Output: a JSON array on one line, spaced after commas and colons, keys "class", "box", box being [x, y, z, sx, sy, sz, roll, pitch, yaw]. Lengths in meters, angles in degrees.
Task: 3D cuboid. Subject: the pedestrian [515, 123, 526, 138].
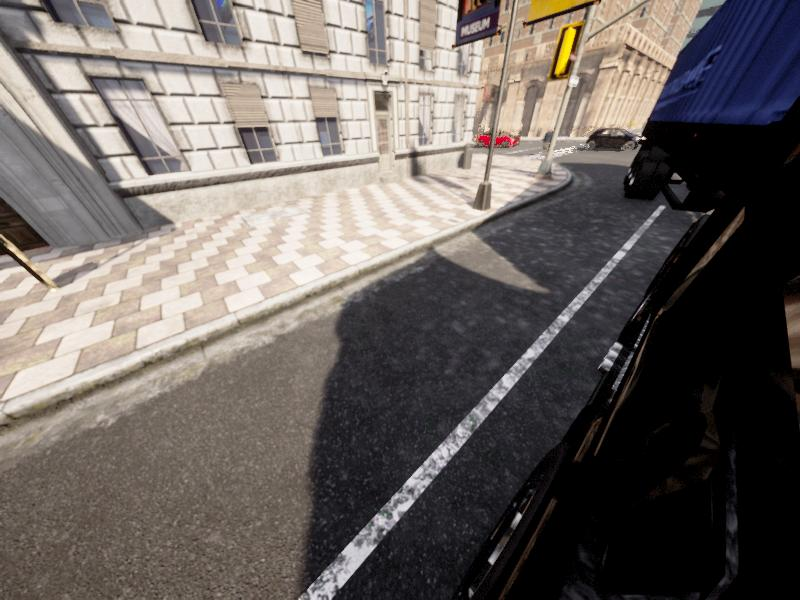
[{"class": "pedestrian", "box": [17.920, -25.246, 34.419, 0.751, 1.860, 0.751, -24, 42, -26]}]

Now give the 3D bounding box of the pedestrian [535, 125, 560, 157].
[{"class": "pedestrian", "box": [10.586, -11.425, 16.657, 0.751, 1.860, 0.751, -24, 42, -26]}]

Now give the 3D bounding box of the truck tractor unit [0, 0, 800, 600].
[{"class": "truck tractor unit", "box": [2.645, -0.295, 0.351, 6.516, 4.208, 3.053, -28, 44, -30]}]

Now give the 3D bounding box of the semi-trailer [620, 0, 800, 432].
[{"class": "semi-trailer", "box": [7.690, -4.147, 5.013, 2.717, 4.402, 14.254, 23, 44, 30]}]

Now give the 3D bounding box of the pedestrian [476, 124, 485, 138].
[{"class": "pedestrian", "box": [13.489, -28.249, 38.709, 0.751, 1.860, 0.751, -21, 41, -23]}]

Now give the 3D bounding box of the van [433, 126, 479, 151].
[{"class": "van", "box": [5.827, -17.268, 24.700, 1.775, 1.987, 4.442, -29, 44, -31]}]

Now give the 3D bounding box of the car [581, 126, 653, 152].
[{"class": "car", "box": [17.135, -12.809, 18.415, 1.845, 1.501, 3.633, -29, 44, -31]}]

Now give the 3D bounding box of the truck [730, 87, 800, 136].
[{"class": "truck", "box": [41.747, -21.433, 26.488, 8.468, 3.827, 2.891, -29, 44, -30]}]

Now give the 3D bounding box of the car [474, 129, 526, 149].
[{"class": "car", "box": [10.499, -17.199, 24.700, 2.007, 1.525, 4.514, -29, 44, -30]}]

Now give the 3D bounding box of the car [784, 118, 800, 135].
[{"class": "car", "box": [43.622, -18.650, 24.763, 4.718, 1.301, 1.895, -29, 44, -30]}]
